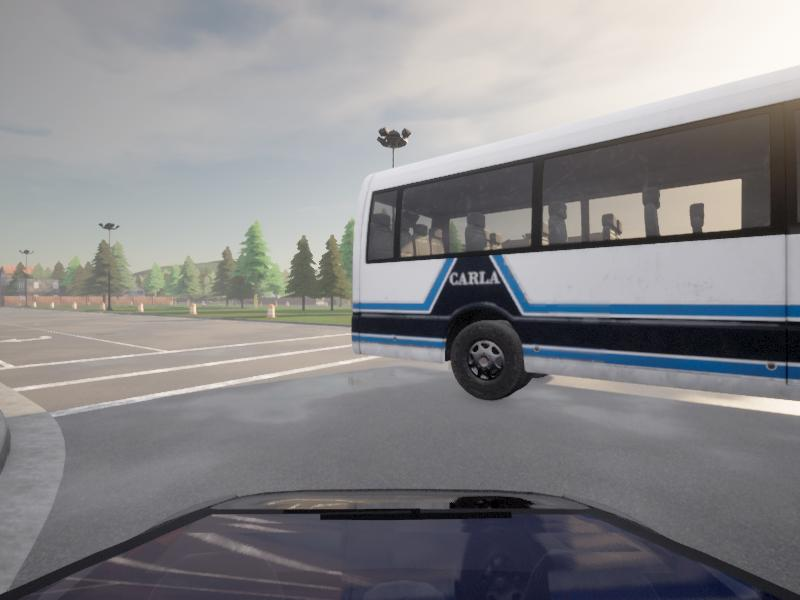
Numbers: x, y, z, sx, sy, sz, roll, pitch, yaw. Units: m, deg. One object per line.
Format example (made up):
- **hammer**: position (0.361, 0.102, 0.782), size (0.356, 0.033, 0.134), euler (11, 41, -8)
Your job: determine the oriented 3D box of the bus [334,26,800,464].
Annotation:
- **bus**: position (4.015, -0.534, 6.262), size (10.273, 4.253, 3.944), euler (0, 0, 37)
